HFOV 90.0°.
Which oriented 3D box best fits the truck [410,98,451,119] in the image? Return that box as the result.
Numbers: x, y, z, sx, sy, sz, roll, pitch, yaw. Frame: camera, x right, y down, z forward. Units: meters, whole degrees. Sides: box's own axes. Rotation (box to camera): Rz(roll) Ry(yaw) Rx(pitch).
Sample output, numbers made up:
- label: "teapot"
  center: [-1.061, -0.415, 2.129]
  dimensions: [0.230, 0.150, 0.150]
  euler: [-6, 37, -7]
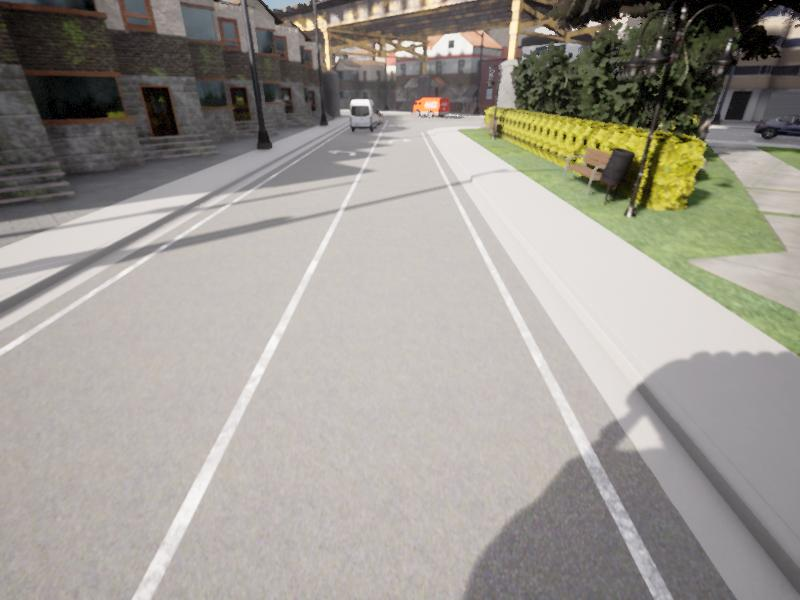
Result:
- label: "truck"
  center: [4.217, -26.826, 55.838]
  dimensions: [2.627, 2.467, 5.204]
  euler: [-24, 36, -38]

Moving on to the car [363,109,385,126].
- label: "car"
  center: [-2.785, -19.732, 43.123]
  dimensions: [1.845, 1.501, 3.633]
  euler: [2, 27, 4]

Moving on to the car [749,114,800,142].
- label: "car"
  center: [29.049, -12.513, 29.083]
  dimensions: [2.152, 1.651, 5.027]
  euler: [-24, 36, -39]

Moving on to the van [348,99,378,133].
- label: "van"
  center: [-3.245, -16.821, 36.387]
  dimensions: [1.988, 2.561, 5.915]
  euler: [1, 27, 2]
